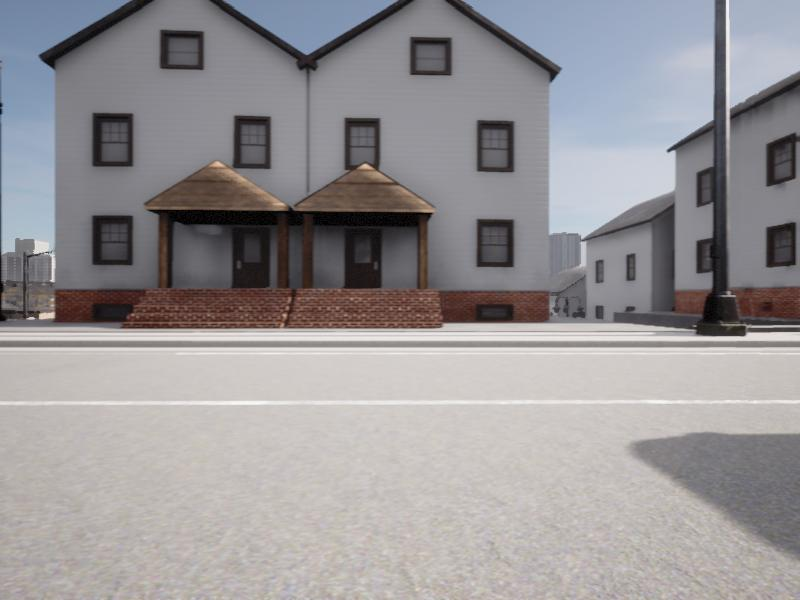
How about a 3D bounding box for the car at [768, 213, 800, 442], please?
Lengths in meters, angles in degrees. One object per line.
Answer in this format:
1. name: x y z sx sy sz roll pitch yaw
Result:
1. car: 4.819 0.197 2.159 3.988 1.617 1.851 0 0 -1
